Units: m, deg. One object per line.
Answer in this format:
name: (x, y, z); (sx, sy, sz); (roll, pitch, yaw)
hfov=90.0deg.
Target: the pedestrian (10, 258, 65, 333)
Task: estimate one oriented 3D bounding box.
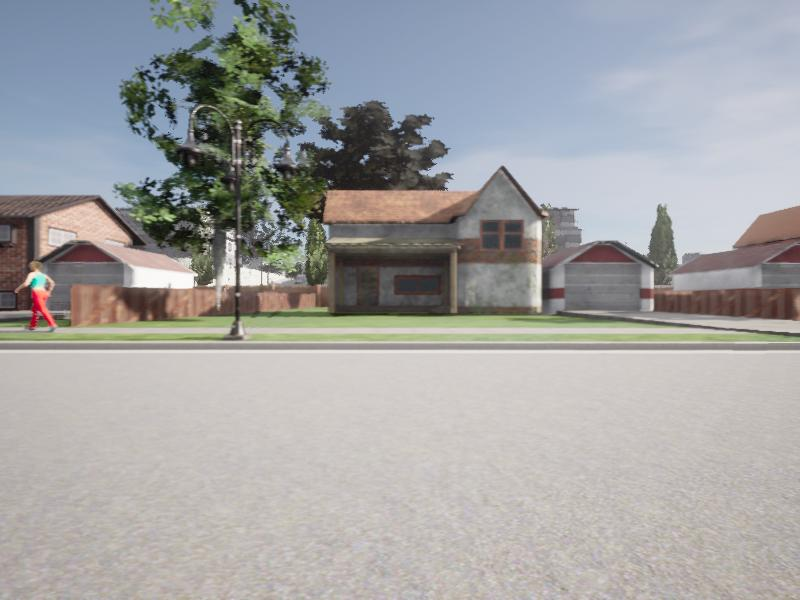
pedestrian: (-9.339, -0.112, 10.340); (0.751, 1.860, 0.751); (0, 0, -3)
